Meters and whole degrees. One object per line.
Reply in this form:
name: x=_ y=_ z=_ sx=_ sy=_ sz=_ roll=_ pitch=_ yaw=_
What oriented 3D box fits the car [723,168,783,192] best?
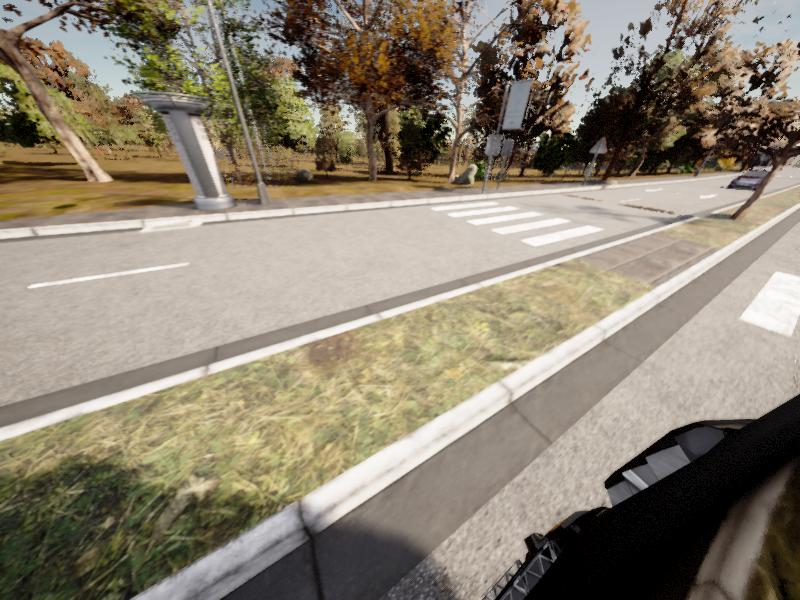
car: x=33.251 y=-11.331 z=21.758 sx=4.856 sy=1.649 sz=2.033 roll=-16 pitch=38 yaw=-26
